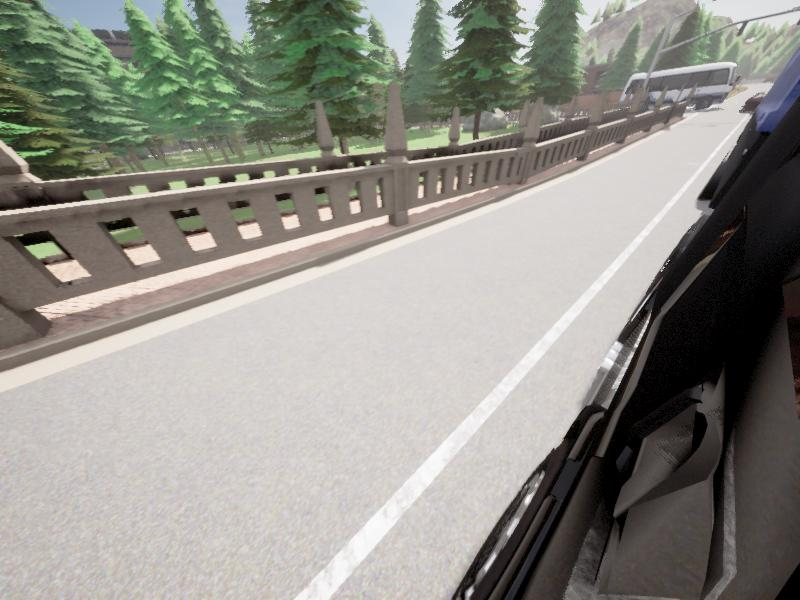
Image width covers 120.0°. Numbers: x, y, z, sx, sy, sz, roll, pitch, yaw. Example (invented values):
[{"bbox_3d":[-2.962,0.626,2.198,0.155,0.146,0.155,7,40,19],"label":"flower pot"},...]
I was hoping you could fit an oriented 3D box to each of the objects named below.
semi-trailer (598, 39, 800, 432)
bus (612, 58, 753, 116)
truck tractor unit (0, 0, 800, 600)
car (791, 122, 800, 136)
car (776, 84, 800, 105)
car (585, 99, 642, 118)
[{"bbox_3d":[8.653,-3.692,4.186,14.254,4.402,2.717,-29,44,-29],"label":"semi-trailer"},{"bbox_3d":[35.146,-26.873,29.629,3.944,4.253,10.273,-32,45,-28],"label":"bus"},{"bbox_3d":[2.645,-0.295,0.351,6.516,4.208,3.053,-28,44,-30],"label":"truck tractor unit"},{"bbox_3d":[22.382,-9.010,11.216,1.932,1.855,4.605,22,46,31],"label":"car"},{"bbox_3d":[43.790,-21.766,24.227,3.988,1.617,1.851,19,45,28],"label":"car"},{"bbox_3d":[29.252,-26.319,31.894,1.801,1.575,5.366,-31,45,-27],"label":"car"}]
